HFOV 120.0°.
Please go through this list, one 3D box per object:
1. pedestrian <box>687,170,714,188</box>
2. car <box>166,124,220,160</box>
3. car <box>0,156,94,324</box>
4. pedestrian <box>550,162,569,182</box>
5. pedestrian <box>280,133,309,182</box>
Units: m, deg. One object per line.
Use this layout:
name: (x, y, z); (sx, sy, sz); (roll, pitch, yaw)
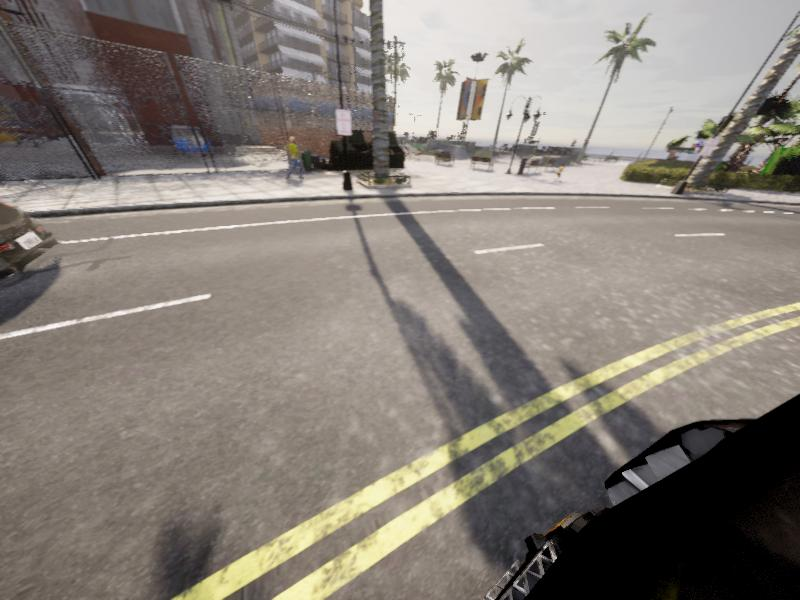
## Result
pedestrian: (21.216, -8.546, 16.314); (0.500, 1.100, 0.500); (8, 35, 7)
car: (-15.904, -12.144, 17.725); (1.878, 1.987, 4.442); (-28, 45, -36)
car: (-7.489, -0.316, 2.143); (5.027, 1.651, 2.152); (-17, 40, -27)
pedestrian: (10.606, -8.497, 15.375); (0.500, 1.100, 0.500); (-2, 36, -8)
pedestrian: (-4.914, -6.653, 10.827); (0.751, 1.860, 0.751); (-19, 41, -28)
